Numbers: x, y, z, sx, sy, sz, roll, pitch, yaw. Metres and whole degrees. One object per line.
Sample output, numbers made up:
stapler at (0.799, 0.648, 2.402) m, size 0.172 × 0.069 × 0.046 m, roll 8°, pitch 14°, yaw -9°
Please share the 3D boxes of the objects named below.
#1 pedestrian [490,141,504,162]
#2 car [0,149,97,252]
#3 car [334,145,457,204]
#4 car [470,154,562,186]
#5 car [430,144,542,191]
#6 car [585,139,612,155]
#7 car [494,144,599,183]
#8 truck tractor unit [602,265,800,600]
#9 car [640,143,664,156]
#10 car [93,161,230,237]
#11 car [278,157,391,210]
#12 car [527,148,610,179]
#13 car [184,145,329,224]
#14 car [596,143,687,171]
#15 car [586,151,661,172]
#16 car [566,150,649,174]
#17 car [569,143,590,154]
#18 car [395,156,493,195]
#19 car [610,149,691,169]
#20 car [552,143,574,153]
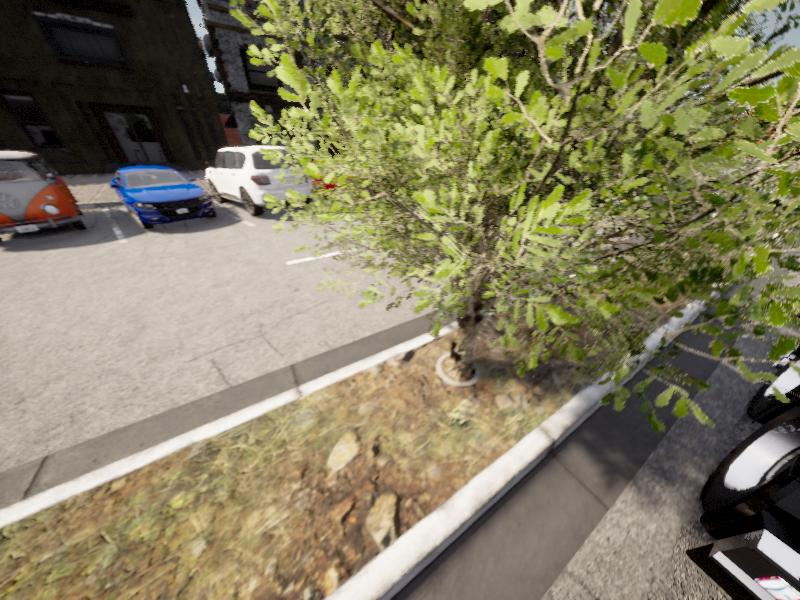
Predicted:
pedestrian at (10.790, -16.575, 25.790) m, size 0.751 × 1.860 × 0.751 m, roll -19°, pitch 39°, yaw -28°
car at (-10.728, -3.015, 6.461) m, size 4.442 × 1.987 × 1.878 m, roll 25°, pitch 41°, yaw 32°
car at (-0.412, -6.452, 11.450) m, size 5.566 × 2.045 × 2.435 m, roll 25°, pitch 42°, yaw 32°
car at (7.465, -8.730, 15.282) m, size 4.792 × 1.488 × 2.163 m, roll 25°, pitch 41°, yaw 32°
car at (4.856, -8.121, 13.894) m, size 5.566 × 2.045 × 2.435 m, roll 25°, pitch 41°, yaw 32°
car at (33.864, -26.089, 39.375) m, size 2.435 × 2.045 × 5.566 m, roll 27°, pitch 42°, yaw 32°
car at (10.077, -9.805, 16.359) m, size 5.566 × 2.045 × 2.435 m, roll 25°, pitch 41°, yaw 32°
truck tractor unit at (5.111, -0.301, 0.780) m, size 6.516 × 4.208 × 3.053 m, roll -18°, pitch 39°, yaw -24°
car at (49.403, -29.608, 45.465) m, size 2.435 × 2.045 × 5.566 m, roll 27°, pitch 41°, yaw 32°
car at (-8.211, -3.713, 7.884) m, size 5.008 × 1.535 × 2.097 m, roll 25°, pitch 41°, yaw 32°
car at (-2.995, -5.397, 10.350) m, size 5.008 × 1.535 × 2.097 m, roll 25°, pitch 41°, yaw 32°
car at (12.684, -10.533, 17.649) m, size 4.553 × 1.767 × 2.185 m, roll 25°, pitch 42°, yaw 32°
car at (-5.626, -4.769, 8.986) m, size 5.566 × 2.045 × 2.435 m, roll 25°, pitch 42°, yaw 32°
car at (23.132, -14.026, 22.520) m, size 5.566 × 2.045 × 2.435 m, roll 25°, pitch 42°, yaw 33°
car at (20.534, -12.932, 21.450) m, size 4.674 × 1.452 × 2.002 m, roll 26°, pitch 41°, yaw 33°
car at (17.900, -12.123, 20.199) m, size 5.008 × 1.535 × 2.097 m, roll 25°, pitch 41°, yaw 33°
car at (32.435, -27.347, 41.681) m, size 2.002 × 1.452 × 4.674 m, roll 27°, pitch 42°, yaw 32°
car at (2.247, -7.045, 12.816) m, size 4.792 × 1.488 × 2.163 m, roll 25°, pitch 41°, yaw 32°
car at (25.645, -14.734, 23.972) m, size 5.366 × 1.575 × 1.946 m, roll 25°, pitch 42°, yaw 33°
car at (30.997, -28.861, 43.776) m, size 2.231 × 1.521 × 4.892 m, roll 27°, pitch 42°, yaw 32°
